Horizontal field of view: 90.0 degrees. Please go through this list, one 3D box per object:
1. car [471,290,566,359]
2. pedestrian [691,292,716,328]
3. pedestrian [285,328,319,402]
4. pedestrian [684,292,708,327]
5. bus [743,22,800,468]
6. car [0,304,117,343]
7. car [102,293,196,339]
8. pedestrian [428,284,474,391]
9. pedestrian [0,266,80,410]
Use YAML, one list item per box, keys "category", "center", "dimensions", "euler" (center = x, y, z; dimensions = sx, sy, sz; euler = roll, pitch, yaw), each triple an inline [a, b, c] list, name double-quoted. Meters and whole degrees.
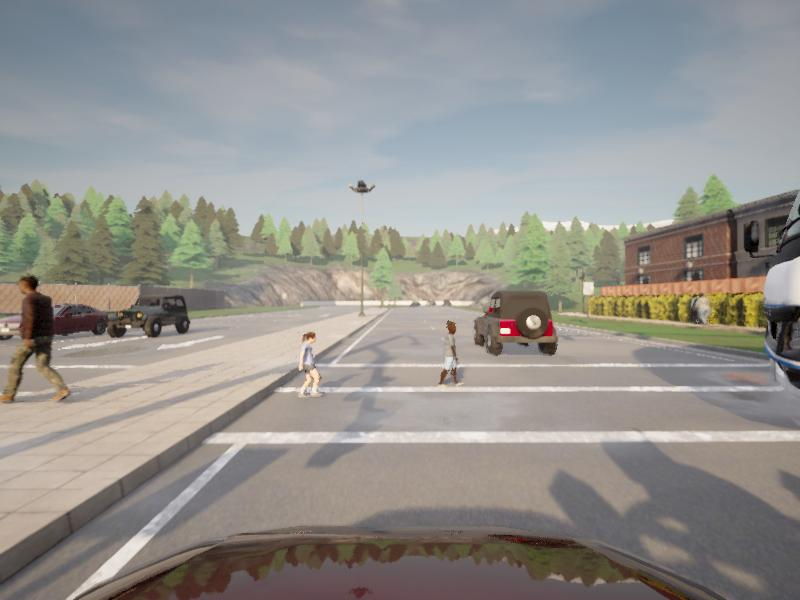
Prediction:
- category: "car"
  center: [3.567, 0.664, 12.818]
  dimensions: [1.905, 1.878, 3.866]
  euler: [0, 0, 0]
- category: "pedestrian"
  center: [15.864, 0.514, 20.923]
  dimensions: [0.751, 1.860, 0.751]
  euler: [0, 0, 0]
- category: "pedestrian"
  center: [-1.578, 1.026, 6.498]
  dimensions: [0.500, 1.100, 0.500]
  euler: [0, 0, -9]
- category: "pedestrian"
  center: [16.109, 0.515, 21.779]
  dimensions: [0.751, 1.860, 0.751]
  euler: [0, 0, 0]
- category: "bus"
  center: [8.784, -0.525, 2.289]
  dimensions: [10.273, 4.253, 3.944]
  euler: [0, 1, 40]
- category: "car"
  center: [-14.903, 0.893, 17.450]
  dimensions: [1.812, 1.442, 4.674]
  euler: [0, 0, 0]
- category: "car"
  center: [-11.397, 0.671, 18.517]
  dimensions: [1.905, 1.878, 3.866]
  euler: [0, 0, 0]
- category: "pedestrian"
  center: [0.916, 0.647, 7.343]
  dimensions: [0.751, 1.860, 0.751]
  euler: [0, 0, 1]
- category: "pedestrian"
  center: [-5.123, 0.492, 5.563]
  dimensions: [0.751, 1.860, 0.751]
  euler: [0, 0, -2]
